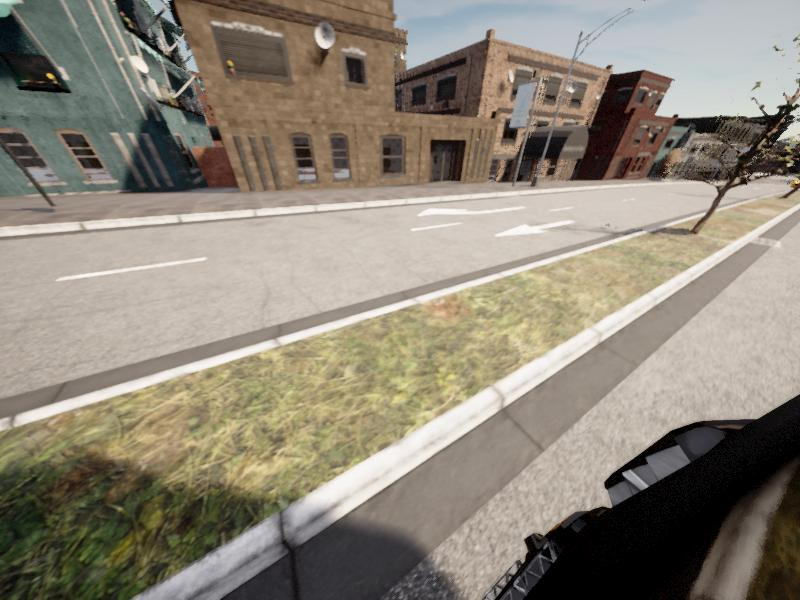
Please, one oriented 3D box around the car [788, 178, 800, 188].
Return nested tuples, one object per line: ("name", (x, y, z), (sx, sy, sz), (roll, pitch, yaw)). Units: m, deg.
("car", (72.582, -20.986, 41.529), (5.008, 1.535, 1.882), (-12, 37, -24))
